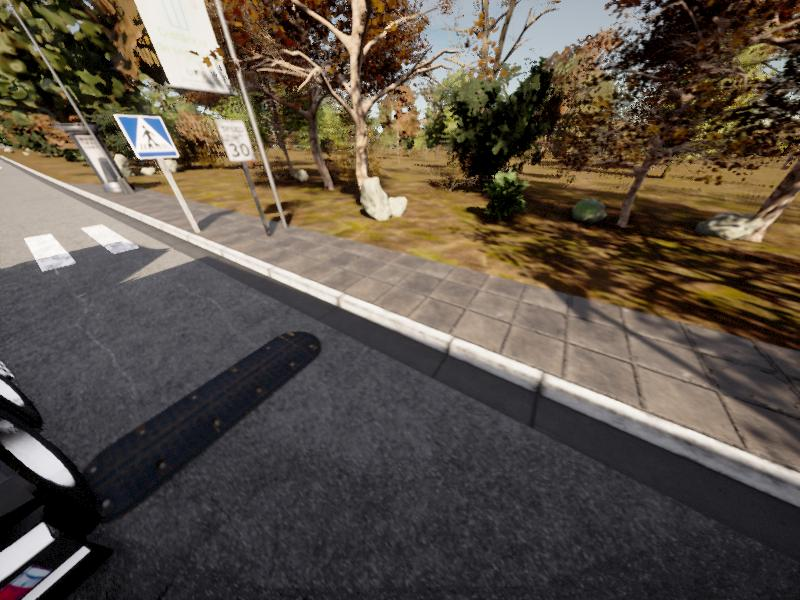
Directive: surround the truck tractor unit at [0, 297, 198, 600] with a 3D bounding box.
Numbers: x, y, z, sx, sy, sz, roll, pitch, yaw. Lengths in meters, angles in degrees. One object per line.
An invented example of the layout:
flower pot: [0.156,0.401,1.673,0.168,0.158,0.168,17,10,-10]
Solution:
truck tractor unit: [-5.150,-0.255,0.766,6.516,4.208,3.053,16,35,22]
